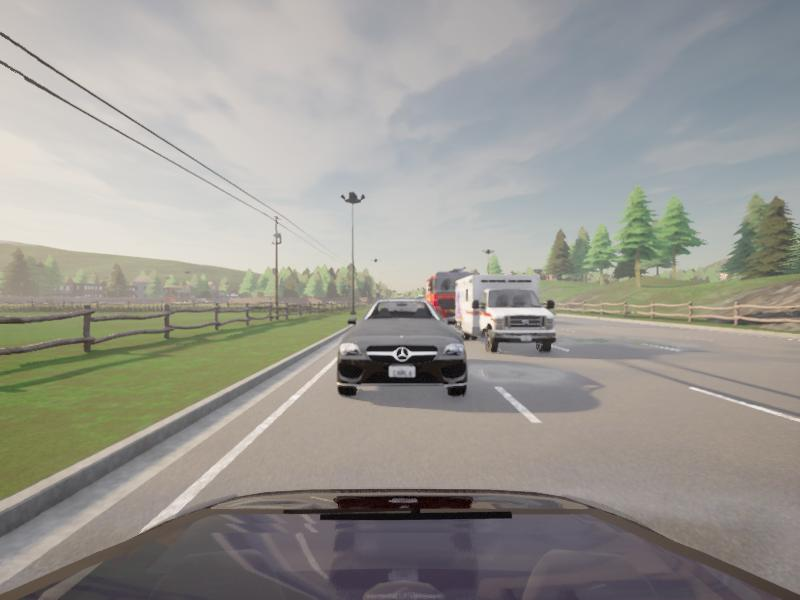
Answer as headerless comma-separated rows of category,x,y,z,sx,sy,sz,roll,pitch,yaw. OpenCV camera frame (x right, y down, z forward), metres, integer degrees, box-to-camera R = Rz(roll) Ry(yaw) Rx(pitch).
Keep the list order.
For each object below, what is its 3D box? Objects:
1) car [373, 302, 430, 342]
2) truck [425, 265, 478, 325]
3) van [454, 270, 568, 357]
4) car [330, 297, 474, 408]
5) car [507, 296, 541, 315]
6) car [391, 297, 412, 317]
car,0.061,0.858,17.647,2.163,1.488,4.792,0,0,0
truck,3.588,-0.307,30.141,2.891,3.827,8.468,0,0,0
van,3.535,0.383,14.406,2.351,2.431,6.366,0,0,0
car,0.038,0.785,8.483,2.152,1.651,5.027,0,0,0
car,14.133,0.586,45.865,2.150,2.045,5.566,0,0,0
car,0.117,0.667,38.846,1.932,1.855,4.605,0,0,0
